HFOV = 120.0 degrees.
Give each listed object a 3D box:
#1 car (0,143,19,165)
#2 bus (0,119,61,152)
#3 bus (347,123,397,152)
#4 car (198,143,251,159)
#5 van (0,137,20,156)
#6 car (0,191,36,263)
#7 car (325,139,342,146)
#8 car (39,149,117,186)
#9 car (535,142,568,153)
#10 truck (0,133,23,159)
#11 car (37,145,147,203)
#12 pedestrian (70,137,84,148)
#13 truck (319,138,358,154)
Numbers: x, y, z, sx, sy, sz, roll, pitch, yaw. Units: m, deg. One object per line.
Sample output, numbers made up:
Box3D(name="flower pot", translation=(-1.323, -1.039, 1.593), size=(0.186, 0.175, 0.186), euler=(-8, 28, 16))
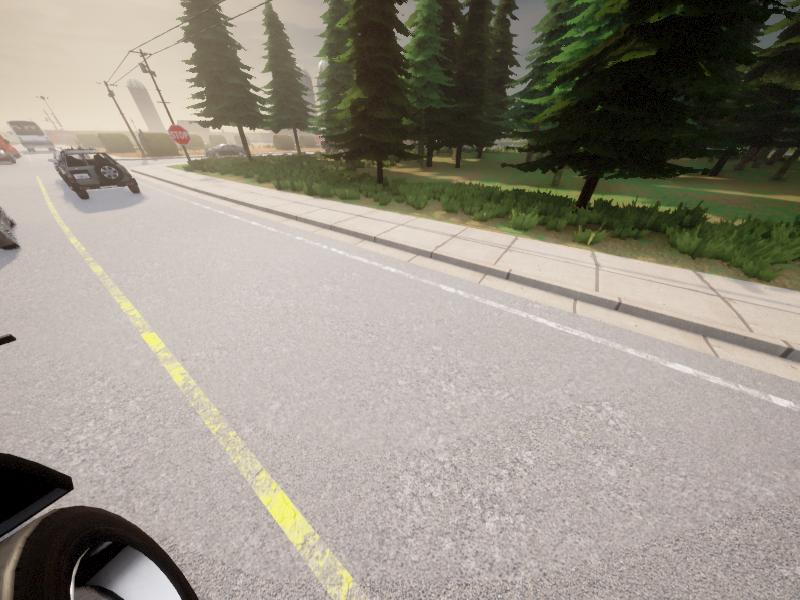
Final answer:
Box3D(name="car", translation=(-38.214, -13.713, 21.708), size=(3.988, 1.617, 1.851), euler=(23, 41, 28))
Box3D(name="bus", translation=(-64.839, -28.718, 40.521), size=(10.273, 4.253, 3.944), euler=(23, 41, 29))
Box3D(name="bus", translation=(-5.179, -32.263, 46.039), size=(3.944, 4.253, 10.273), euler=(21, 40, 27))
Box3D(name="car", translation=(-22.852, -19.551, 30.248), size=(2.128, 1.511, 4.902), euler=(21, 40, 27))
Box3D(name="van", translation=(-54.240, -20.797, 31.283), size=(4.480, 2.038, 2.069), euler=(23, 41, 29))
Box3D(name="car", translation=(-10.983, -1.976, 5.319), size=(4.902, 1.511, 2.128), euler=(23, 41, 28))
Box3D(name="car", translation=(-20.738, -49.166, 72.020), size=(4.553, 1.767, 2.097), euler=(21, 40, 26))
Box3D(name="car", translation=(-19.327, -8.061, 13.886), size=(4.514, 1.525, 2.007), euler=(25, 42, 31))
Box3D(name="car", translation=(29.768, -30.084, 45.498), size=(5.008, 1.535, 1.882), euler=(21, 40, 27))
Box3D(name="truck", translation=(-47.782, -18.169, 27.240), size=(5.204, 2.467, 2.627), euler=(23, 41, 30))
Box3D(name="car", translation=(-14.102, -5.925, 10.585), size=(4.605, 1.855, 1.932), euler=(23, 41, 29))
Box3D(name="pedestrian", translation=(-67.586, -32.980, 48.331), size=(0.751, 1.860, 0.751), euler=(21, 40, 26))
Box3D(name="truck", translation=(-10.480, -26.738, 40.027), size=(2.390, 2.098, 6.274), euler=(21, 40, 27))
